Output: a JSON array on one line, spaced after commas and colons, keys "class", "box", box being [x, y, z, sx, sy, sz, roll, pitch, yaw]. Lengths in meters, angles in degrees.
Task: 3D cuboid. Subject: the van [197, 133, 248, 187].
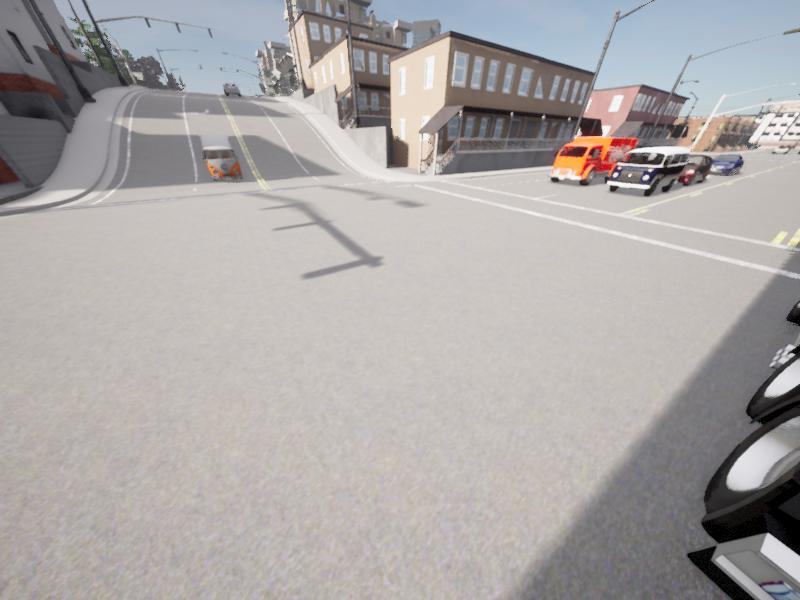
[{"class": "van", "box": [-11.620, -9.230, 15.080, 1.775, 1.987, 4.442, -20, 50, -26]}]

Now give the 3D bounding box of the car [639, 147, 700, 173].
[{"class": "car", "box": [24.976, -13.059, 21.437, 4.553, 1.767, 2.097, -19, 39, -25]}]

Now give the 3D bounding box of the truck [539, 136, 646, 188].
[{"class": "truck", "box": [12.125, -8.869, 14.703, 5.204, 2.467, 2.627, -18, 39, -24]}]

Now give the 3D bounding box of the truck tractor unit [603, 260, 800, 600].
[{"class": "truck tractor unit", "box": [5.105, -0.305, 0.795, 6.516, 4.208, 3.053, -18, 39, -25]}]

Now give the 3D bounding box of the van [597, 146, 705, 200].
[{"class": "van", "box": [12.969, -6.727, 12.008, 4.480, 2.038, 2.069, -19, 39, -25]}]

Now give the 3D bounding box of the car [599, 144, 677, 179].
[{"class": "car", "box": [18.800, -11.041, 18.258, 5.566, 2.045, 2.150, -19, 39, -25]}]

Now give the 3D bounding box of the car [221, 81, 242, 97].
[{"class": "car", "box": [-25.184, -31.562, 34.513, 1.970, 1.475, 3.806, -18, 47, -25]}]

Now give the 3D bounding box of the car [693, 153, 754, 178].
[{"class": "car", "box": [26.510, -11.096, 18.936, 4.674, 1.442, 1.812, -19, 39, -25]}]

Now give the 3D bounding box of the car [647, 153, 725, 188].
[{"class": "car", "box": [18.222, -8.342, 14.758, 3.988, 1.617, 1.851, -19, 39, -25]}]
